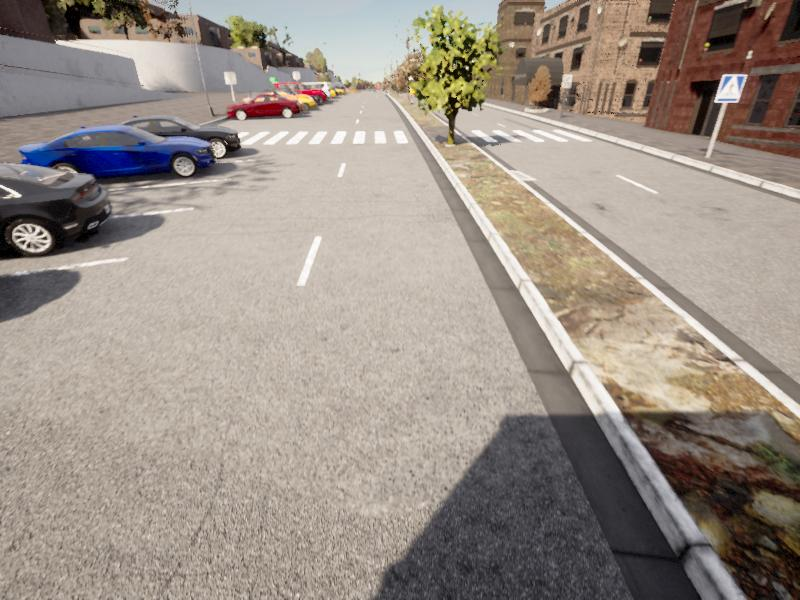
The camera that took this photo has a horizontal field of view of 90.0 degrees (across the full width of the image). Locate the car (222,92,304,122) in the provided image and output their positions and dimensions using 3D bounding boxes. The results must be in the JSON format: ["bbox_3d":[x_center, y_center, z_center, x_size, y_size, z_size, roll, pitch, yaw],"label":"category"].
[{"bbox_3d":[-9.491,-13.437,27.778,5.008,1.535,2.097,-13,32,-20],"label":"car"}]

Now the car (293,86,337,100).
[{"bbox_3d":[-11.335,-27.790,53.713,5.366,1.575,1.946,-12,31,-20],"label":"car"}]

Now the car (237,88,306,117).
[{"bbox_3d":[-9.698,-15.002,30.295,4.553,1.767,2.185,-13,31,-20],"label":"car"}]

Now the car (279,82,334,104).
[{"bbox_3d":[-10.693,-23.773,45.816,5.566,2.045,2.435,-12,31,-20],"label":"car"}]

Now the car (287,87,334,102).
[{"bbox_3d":[-10.838,-24.985,48.559,5.008,1.535,2.097,-12,30,-20],"label":"car"}]

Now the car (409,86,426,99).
[{"bbox_3d":[2.510,-30.344,58.386,1.882,1.535,5.008,-2,29,-3],"label":"car"}]

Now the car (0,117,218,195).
[{"bbox_3d":[-8.507,-4.570,12.335,5.008,1.535,2.097,-13,32,-19],"label":"car"}]

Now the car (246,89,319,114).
[{"bbox_3d":[-9.664,-16.399,33.022,5.366,1.575,1.946,-13,31,-20],"label":"car"}]

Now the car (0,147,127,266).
[{"bbox_3d":[-8.202,-1.596,7.233,4.892,1.521,2.231,-12,32,-18],"label":"car"}]

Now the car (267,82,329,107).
[{"bbox_3d":[-10.311,-20.921,40.636,5.566,2.045,2.435,-12,31,-20],"label":"car"}]

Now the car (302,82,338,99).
[{"bbox_3d":[-11.232,-29.470,56.330,4.442,1.987,1.878,-12,30,-20],"label":"car"}]

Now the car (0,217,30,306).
[{"bbox_3d":[-8.092,-0.104,4.680,4.892,1.521,2.231,-12,32,-18],"label":"car"}]

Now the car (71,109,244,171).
[{"bbox_3d":[-8.669,-6.055,14.893,5.008,1.535,2.097,-13,32,-19],"label":"car"}]

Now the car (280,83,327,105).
[{"bbox_3d":[-10.397,-22.351,43.277,4.442,1.987,1.878,-12,31,-20],"label":"car"}]

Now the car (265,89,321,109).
[{"bbox_3d":[-10.168,-19.217,38.162,4.674,1.452,2.002,-12,31,-20],"label":"car"}]

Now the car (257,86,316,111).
[{"bbox_3d":[-10.029,-17.909,35.477,4.553,1.767,2.185,-12,31,-20],"label":"car"}]

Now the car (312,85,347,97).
[{"bbox_3d":[-11.832,-34.966,66.910,5.366,1.575,1.946,-12,30,-20],"label":"car"}]
